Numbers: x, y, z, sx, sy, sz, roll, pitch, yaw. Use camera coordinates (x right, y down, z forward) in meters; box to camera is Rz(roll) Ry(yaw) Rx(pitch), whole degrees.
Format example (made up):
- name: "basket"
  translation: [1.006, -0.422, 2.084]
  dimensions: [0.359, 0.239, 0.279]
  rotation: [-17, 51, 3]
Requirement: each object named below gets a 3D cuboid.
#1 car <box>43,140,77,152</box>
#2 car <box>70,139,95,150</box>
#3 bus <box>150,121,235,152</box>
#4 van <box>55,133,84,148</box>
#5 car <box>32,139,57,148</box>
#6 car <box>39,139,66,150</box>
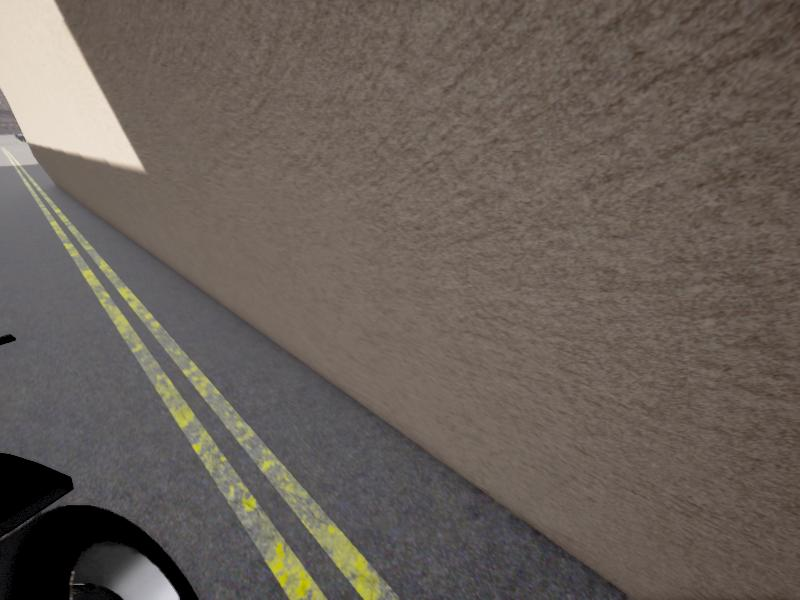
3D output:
- name: "car"
  translation: [-55.214, -25.078, 37.518]
  dimensions: [4.514, 1.525, 2.007]
  rotation: [19, 39, 24]
- name: "car"
  translation: [-59.436, -29.183, 43.258]
  dimensions: [3.705, 1.549, 1.789]
  rotation: [22, 41, 27]
- name: "bus"
  translation: [-38.036, -30.609, 43.135]
  dimensions: [3.944, 4.253, 10.273]
  rotation: [22, 42, 27]
- name: "van"
  translation: [-69.958, -33.838, 48.891]
  dimensions: [5.915, 2.561, 1.988]
  rotation: [22, 41, 28]
- name: "car"
  translation: [-73.579, -32.438, 47.763]
  dimensions: [4.902, 1.511, 2.128]
  rotation: [22, 41, 28]
- name: "car"
  translation: [-61.933, -27.684, 41.166]
  dimensions: [4.892, 1.490, 1.837]
  rotation: [22, 41, 28]
